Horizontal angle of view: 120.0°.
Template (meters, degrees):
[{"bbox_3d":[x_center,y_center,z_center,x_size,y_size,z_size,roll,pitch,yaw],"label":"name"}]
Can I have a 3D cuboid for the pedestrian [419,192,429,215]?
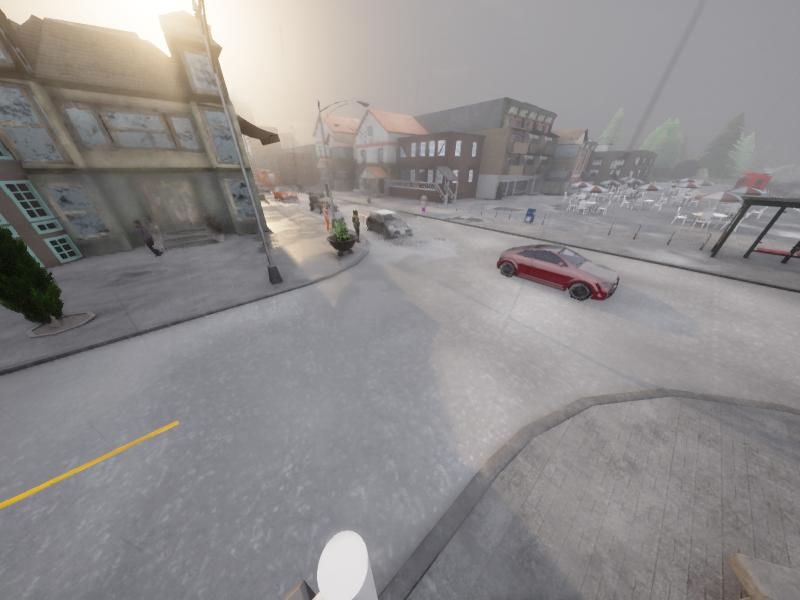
[{"bbox_3d":[2.290,-9.220,22.065,0.751,1.860,0.751,7,31,11],"label":"pedestrian"}]

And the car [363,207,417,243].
[{"bbox_3d":[-0.793,-5.253,15.833,1.970,1.475,3.806,-17,34,-27],"label":"car"}]

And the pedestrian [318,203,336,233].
[{"bbox_3d":[-5.016,-5.658,15.897,0.751,1.860,0.751,0,30,1],"label":"pedestrian"}]

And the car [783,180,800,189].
[{"bbox_3d":[85.915,-24.318,48.686,2.033,1.649,4.856,-23,37,-34],"label":"car"}]

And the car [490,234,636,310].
[{"bbox_3d":[6.158,-1.387,9.246,1.994,1.385,4.181,-24,38,-35],"label":"car"}]

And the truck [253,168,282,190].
[{"bbox_3d":[-28.906,-26.461,50.219,2.891,3.827,8.468,-23,37,-34],"label":"truck"}]

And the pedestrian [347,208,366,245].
[{"bbox_3d":[-2.539,-4.324,13.587,0.751,1.860,0.751,-12,32,-20],"label":"pedestrian"}]

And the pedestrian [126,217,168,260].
[{"bbox_3d":[-12.396,-3.022,11.358,0.751,1.860,0.751,25,38,36],"label":"pedestrian"}]

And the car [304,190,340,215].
[{"bbox_3d":[-8.073,-10.099,23.812,1.905,1.878,3.866,-23,37,-34],"label":"car"}]

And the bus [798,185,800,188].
[{"bbox_3d":[92.107,-24.780,46.872,3.944,4.253,10.273,-23,37,-34],"label":"bus"}]

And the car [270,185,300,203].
[{"bbox_3d":[-15.915,-14.729,31.928,2.097,1.767,4.553,-23,37,-34],"label":"car"}]

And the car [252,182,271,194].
[{"bbox_3d":[-24.545,-19.787,40.877,1.851,1.617,3.988,-23,37,-34],"label":"car"}]
